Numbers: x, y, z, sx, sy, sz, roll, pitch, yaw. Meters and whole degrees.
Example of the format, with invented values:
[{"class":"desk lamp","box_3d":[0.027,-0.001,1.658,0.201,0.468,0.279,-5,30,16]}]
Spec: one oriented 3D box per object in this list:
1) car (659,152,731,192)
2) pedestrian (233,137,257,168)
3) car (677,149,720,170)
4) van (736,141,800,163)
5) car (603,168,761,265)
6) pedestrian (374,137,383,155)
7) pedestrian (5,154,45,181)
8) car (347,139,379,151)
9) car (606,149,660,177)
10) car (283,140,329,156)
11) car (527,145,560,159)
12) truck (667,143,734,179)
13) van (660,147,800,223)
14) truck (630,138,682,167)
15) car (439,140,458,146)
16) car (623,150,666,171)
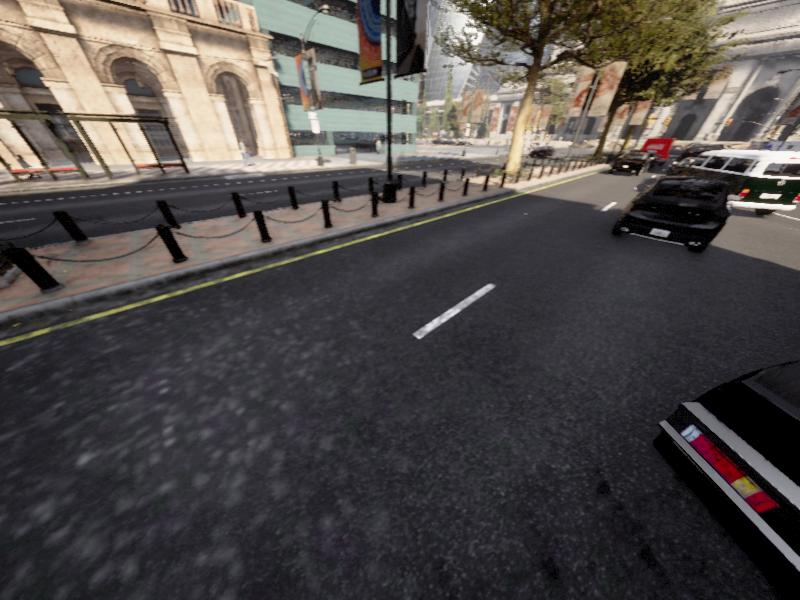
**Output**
[{"class":"car","box_3d":[18.157,-8.052,14.301,5.238,1.638,1.930,-27,44,-34]},{"class":"pedestrian","box_3d":[-11.259,-10.724,16.795,0.751,1.860,0.751,-27,44,-33]},{"class":"car","box_3d":[31.007,-14.651,24.006,4.902,1.511,2.128,-27,44,-34]},{"class":"van","box_3d":[53.423,-20.822,32.456,6.366,2.431,2.351,15,37,18]},{"class":"car","box_3d":[7.985,-2.728,6.695,4.892,1.490,1.837,-27,44,-34]},{"class":"pedestrian","box_3d":[-2.760,-20.099,30.170,0.751,1.860,0.751,27,43,32]},{"class":"pedestrian","box_3d":[-18.590,-6.607,11.483,0.500,1.100,0.500,-27,44,-34]},{"class":"car","box_3d":[-6.097,-25.757,38.421,4.902,1.511,2.128,-28,44,-34]},{"class":"car","box_3d":[19.011,-11.244,18.802,5.238,1.638,1.930,-27,44,-34]},{"class":"car","box_3d":[-11.868,-19.491,29.548,4.786,1.482,2.161,-28,44,-34]},{"class":"car","box_3d":[20.198,-20.799,32.452,5.357,1.411,2.033,-27,44,-34]},{"class":"truck","box_3d":[24.637,-11.590,19.041,6.274,2.098,2.390,-27,44,-34]},{"class":"van","box_3d":[13.714,-4.951,9.492,2.069,2.038,4.480,15,38,18]},{"class":"truck","box_3d":[28.485,-16.482,25.684,5.204,2.467,2.627,-27,44,-34]},{"class":"car","box_3d":[15.107,-48.936,71.786,5.357,1.411,2.033,30,45,34]},{"class":"car","box_3d":[23.668,-13.587,22.352,3.806,1.475,1.970,-27,44,-34]}]
